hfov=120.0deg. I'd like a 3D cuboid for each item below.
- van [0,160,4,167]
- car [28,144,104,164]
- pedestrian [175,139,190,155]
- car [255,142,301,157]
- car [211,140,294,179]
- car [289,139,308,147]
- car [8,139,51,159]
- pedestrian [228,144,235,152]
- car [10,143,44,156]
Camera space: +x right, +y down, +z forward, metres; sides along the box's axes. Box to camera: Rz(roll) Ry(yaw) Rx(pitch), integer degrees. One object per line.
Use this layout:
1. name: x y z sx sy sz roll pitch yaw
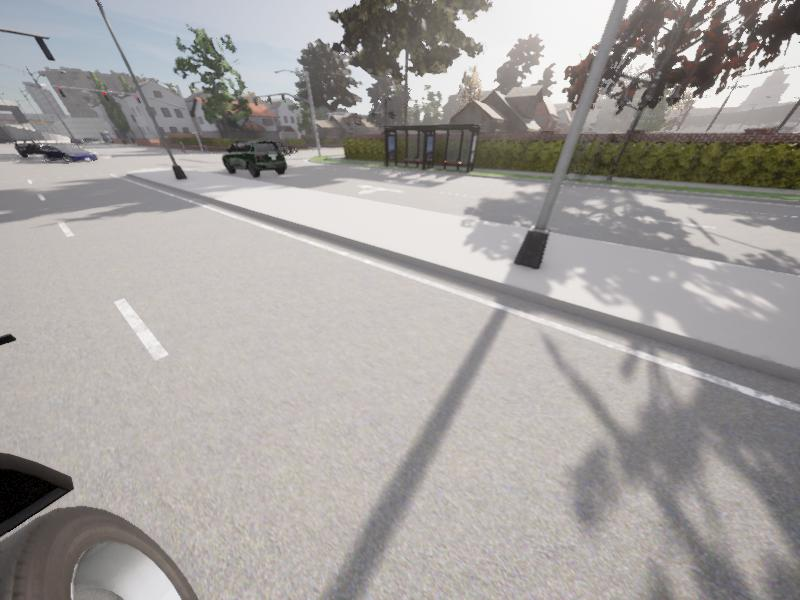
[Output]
1. van: -36.967 -12.743 19.905 4.480 2.038 2.069 23 41 27
2. car: -33.403 -14.669 23.163 4.792 1.488 2.163 8 36 11
3. pedestrian: -30.759 -21.635 32.699 0.751 1.860 0.751 25 42 30
4. car: -16.958 -21.247 32.494 1.930 1.638 5.238 24 42 30
5. car: -10.343 -9.988 16.222 5.566 2.045 2.150 22 41 28
6. car: -23.532 -36.446 53.556 3.806 1.475 1.970 22 41 28
7. car: -44.120 -18.050 27.517 3.866 1.878 1.905 22 41 28
8. pedestrian: -27.500 -24.799 37.625 0.500 1.100 0.500 -13 37 -18
9. car: -51.512 -20.816 31.897 4.718 1.301 1.895 22 41 28
